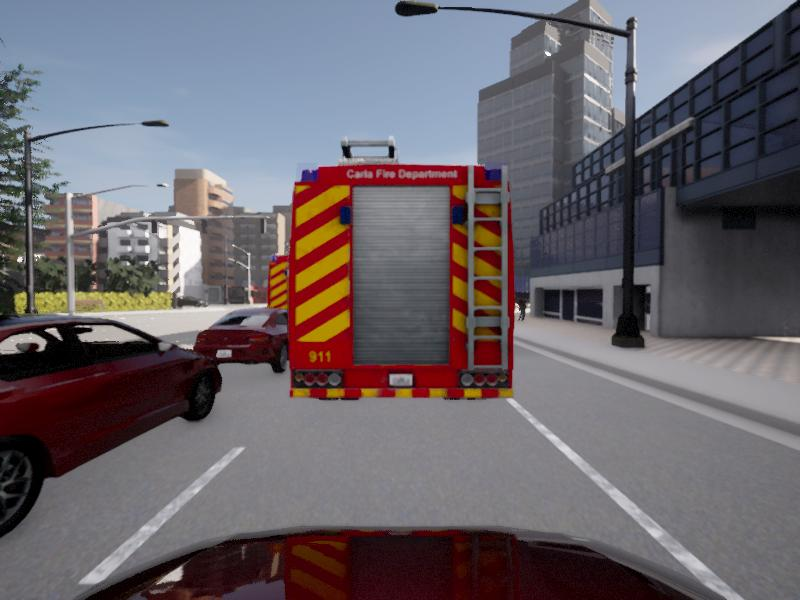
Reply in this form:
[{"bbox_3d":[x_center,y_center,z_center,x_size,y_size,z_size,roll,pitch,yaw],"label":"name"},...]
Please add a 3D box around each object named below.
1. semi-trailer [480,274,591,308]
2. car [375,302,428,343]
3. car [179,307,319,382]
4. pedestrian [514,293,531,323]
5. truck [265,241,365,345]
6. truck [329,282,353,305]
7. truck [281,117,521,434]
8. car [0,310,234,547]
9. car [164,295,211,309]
[{"bbox_3d":[18.422,-1.231,54.885,14.254,4.402,2.717,0,1,1],"label":"semi-trailer"},{"bbox_3d":[0.074,0.868,18.013,2.038,1.542,4.974,0,0,0],"label":"car"},{"bbox_3d":[-3.492,0.920,10.319,1.812,1.442,4.674,0,0,1],"label":"car"},{"bbox_3d":[7.625,0.483,24.941,0.751,1.860,0.751,0,1,-17],"label":"pedestrian"},{"bbox_3d":[-3.521,-0.283,19.018,2.891,3.827,8.468,0,0,0],"label":"truck"},{"bbox_3d":[-10.205,-1.144,69.635,2.891,3.827,8.468,0,1,0],"label":"truck"},{"bbox_3d":[0.043,-0.276,9.068,2.891,3.827,8.468,0,0,0],"label":"truck"},{"bbox_3d":[-3.485,0.871,4.095,1.816,1.474,4.193,0,0,0],"label":"car"},{"bbox_3d":[-27.569,0.237,51.974,5.027,1.651,2.152,0,1,1],"label":"car"}]
